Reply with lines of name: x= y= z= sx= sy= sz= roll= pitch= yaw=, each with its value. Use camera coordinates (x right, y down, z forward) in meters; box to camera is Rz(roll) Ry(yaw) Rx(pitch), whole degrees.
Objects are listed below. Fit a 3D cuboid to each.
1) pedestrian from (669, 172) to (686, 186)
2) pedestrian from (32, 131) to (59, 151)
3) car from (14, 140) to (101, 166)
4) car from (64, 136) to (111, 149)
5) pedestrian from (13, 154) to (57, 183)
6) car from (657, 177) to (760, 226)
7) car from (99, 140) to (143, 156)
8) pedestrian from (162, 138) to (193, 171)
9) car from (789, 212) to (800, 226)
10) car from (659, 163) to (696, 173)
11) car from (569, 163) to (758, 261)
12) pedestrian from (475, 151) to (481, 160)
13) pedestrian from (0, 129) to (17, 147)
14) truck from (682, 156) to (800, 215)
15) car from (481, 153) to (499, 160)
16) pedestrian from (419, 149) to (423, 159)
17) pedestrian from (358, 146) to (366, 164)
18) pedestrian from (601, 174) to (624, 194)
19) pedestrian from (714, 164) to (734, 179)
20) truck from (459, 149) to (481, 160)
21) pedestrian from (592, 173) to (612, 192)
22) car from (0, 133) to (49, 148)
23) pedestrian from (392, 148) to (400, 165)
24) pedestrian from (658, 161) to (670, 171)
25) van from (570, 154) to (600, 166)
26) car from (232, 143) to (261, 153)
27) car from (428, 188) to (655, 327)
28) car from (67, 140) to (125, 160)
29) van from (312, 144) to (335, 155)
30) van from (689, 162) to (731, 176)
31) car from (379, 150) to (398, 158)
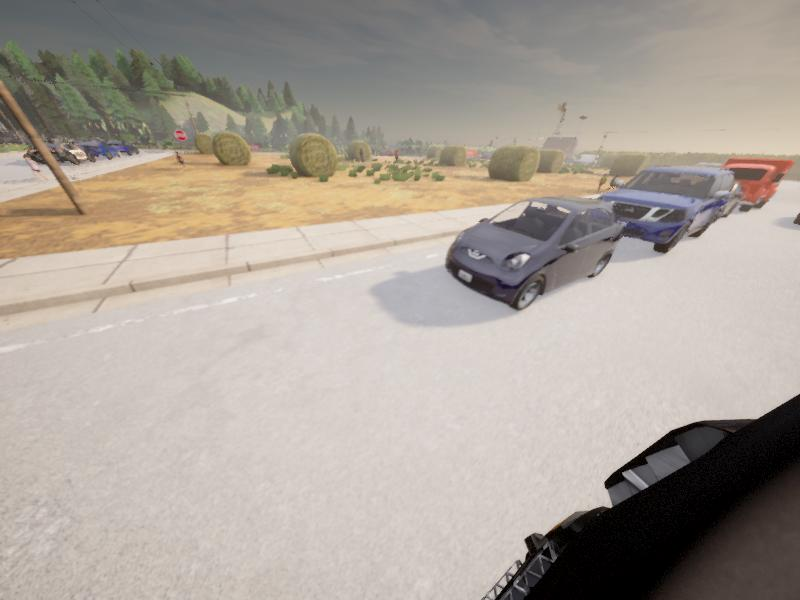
pedestrian: x=25.757 y=-11.225 z=21.477 sx=0.500 sy=1.100 sz=0.500 roll=-18 pitch=39 yaw=-28
pedestrian: x=-42.033 y=-18.873 z=27.419 sx=0.751 sy=1.860 sz=0.751 roll=-13 pitch=37 yaw=-23
car: x=-26.858 y=-11.782 z=18.445 sx=2.038 sy=1.542 sz=4.974 roll=-16 pitch=38 yaw=-26
car: x=-50.122 y=-25.354 z=37.215 sx=3.806 sy=1.475 sz=1.970 roll=-14 pitch=37 yaw=-24
pedestrian: x=-16.638 y=-6.018 z=10.563 sx=0.500 sy=1.100 sz=0.500 roll=-12 pitch=36 yaw=-21
car: x=14.078 y=-4.619 z=10.561 sx=3.705 sy=1.549 sz=1.789 roll=-17 pitch=38 yaw=-27
car: x=-33.789 y=-18.551 z=28.160 sx=2.007 sy=1.525 sz=4.514 roll=-16 pitch=38 yaw=-26
pedestrian: x=-15.513 y=-10.169 z=16.188 sx=0.751 sy=1.860 sz=0.751 roll=-6 pitch=35 yaw=-13
car: x=19.858 y=-4.037 z=10.267 sx=4.181 sy=1.385 sz=1.994 roll=-17 pitch=38 yaw=-27
car: x=63.121 y=-30.101 z=52.681 sx=2.038 sy=1.542 sz=4.974 roll=-16 pitch=38 yaw=-26
car: x=8.436 y=-3.102 z=7.412 sx=5.566 sy=2.045 sz=2.150 roll=-17 pitch=38 yaw=-27
pedestrian: x=19.969 y=-37.027 z=59.296 sx=0.751 sy=1.860 sz=0.751 roll=-7 pitch=35 yaw=-15
pedestrian: x=-50.636 y=-20.698 z=29.481 sx=0.751 sy=1.860 sz=0.751 roll=-3 pitch=34 yaw=-9
truck: x=19.647 y=-6.691 z=13.261 sx=5.204 sy=2.467 sz=2.627 roll=-17 pitch=38 yaw=-27
car: x=26.852 y=-42.952 z=69.127 sx=4.553 sy=1.767 sz=2.097 roll=-14 pitch=37 yaw=-24
pedestrian: x=4.656 y=-32.905 z=51.954 sx=0.751 sy=1.860 sz=0.751 roll=4 pitch=34 yaw=2
pedestrian: x=-4.969 y=-18.919 z=30.146 sx=0.751 sy=1.860 sz=0.751 roll=6 pitch=34 yaw=5
pedestrian: x=13.922 y=-7.611 z=15.156 sx=0.500 sy=1.100 sz=0.500 roll=-2 pitch=34 yaw=-7
pedestrian: x=47.390 y=-18.802 z=33.807 sx=0.751 sy=1.860 sz=0.751 roll=-12 pitch=36 yaw=-21
truck: x=19.950 y=-41.470 z=65.769 sx=5.204 sy=2.467 sz=2.627 roll=-14 pitch=37 yaw=-24
pedestrian: x=13.647 y=-7.926 z=15.612 sx=0.500 sy=1.100 sz=0.500 roll=-19 pitch=39 yaw=-29
car: x=-53.661 y=-22.254 z=32.232 sx=4.514 sy=1.525 sz=2.007 roll=-13 pitch=37 yaw=-22
pedestrian: x=-0.520 y=-19.157 z=30.830 sx=0.751 sy=1.860 sz=0.751 roll=14 pitch=35 yaw=16
pedestrian: x=54.710 y=-27.767 z=47.874 sx=0.751 sy=1.860 sz=0.751 roll=-12 pitch=36 yaw=-21
van: x=53.075 y=-40.318 z=66.416 sx=1.988 sy=2.561 sz=5.915 roll=-16 pitch=38 yaw=-26
car: x=-30.614 y=-30.355 z=46.146 sx=4.514 sy=1.525 sz=2.007 roll=-14 pitch=37 yaw=-24
car: x=2.641 y=-1.139 z=4.485 sx=3.633 sy=1.501 sz=1.845 roll=-17 pitch=38 yaw=-27
car: x=-30.283 y=-15.135 z=23.249 sx=1.882 sy=1.535 sz=5.008 roll=-16 pitch=38 yaw=-26
van: x=-17.216 y=-33.963 z=52.159 sx=4.442 sy=1.987 sz=1.775 roll=-14 pitch=37 yaw=-24
van: x=62.964 y=-26.673 z=47.034 sx=2.069 sy=2.038 sz=4.480 roll=-16 pitch=38 yaw=-26
car: x=-2.706 y=-35.278 z=55.665 sx=4.193 sy=1.474 sz=1.816 roll=-14 pitch=37 yaw=-24
